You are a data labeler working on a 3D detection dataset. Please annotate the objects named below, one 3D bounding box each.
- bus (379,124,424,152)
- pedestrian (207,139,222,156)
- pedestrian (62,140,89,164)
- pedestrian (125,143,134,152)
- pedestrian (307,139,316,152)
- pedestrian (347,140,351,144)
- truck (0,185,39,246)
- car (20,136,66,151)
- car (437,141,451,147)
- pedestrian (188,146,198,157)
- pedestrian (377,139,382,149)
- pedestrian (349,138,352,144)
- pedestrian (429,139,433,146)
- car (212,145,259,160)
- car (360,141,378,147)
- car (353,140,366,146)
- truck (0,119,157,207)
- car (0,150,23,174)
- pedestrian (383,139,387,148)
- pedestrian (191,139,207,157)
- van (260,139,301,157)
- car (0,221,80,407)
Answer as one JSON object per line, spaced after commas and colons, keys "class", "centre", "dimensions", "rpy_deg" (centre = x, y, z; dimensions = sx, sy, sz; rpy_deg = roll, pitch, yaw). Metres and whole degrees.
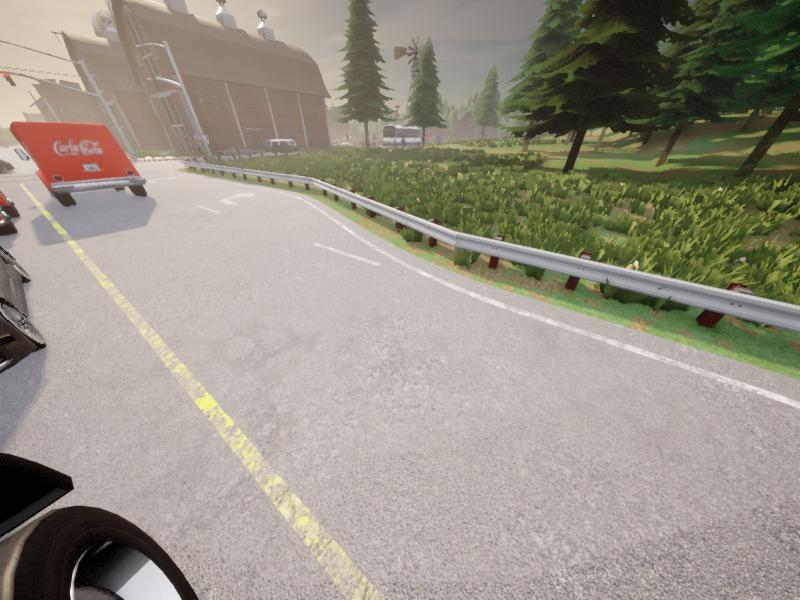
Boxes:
{"class": "bus", "centre": [0.580, -33.737, 48.202], "dimensions": [3.944, 4.253, 10.273], "rpy_deg": [22, 41, 28]}
{"class": "pedestrian", "centre": [-24.276, -19.965, 30.231], "dimensions": [0.751, 1.860, 0.751], "rpy_deg": [-13, 37, -18]}
{"class": "pedestrian", "centre": [-31.697, -14.463, 22.580], "dimensions": [0.751, 1.860, 0.751], "rpy_deg": [25, 42, 30]}
{"class": "pedestrian", "centre": [-41.514, -23.458, 35.476], "dimensions": [0.500, 1.100, 0.500], "rpy_deg": [-26, 43, -32]}
{"class": "pedestrian", "centre": [-15.454, -27.063, 40.377], "dimensions": [0.751, 1.860, 0.751], "rpy_deg": [22, 41, 28]}
{"class": "pedestrian", "centre": [-18.452, -57.031, 83.412], "dimensions": [0.751, 1.300, 0.751], "rpy_deg": [-27, 43, -33]}
{"class": "truck", "centre": [-12.588, -2.885, 5.777], "dimensions": [5.204, 2.467, 2.627], "rpy_deg": [22, 40, 27]}
{"class": "car", "centre": [-65.234, -28.689, 42.290], "dimensions": [3.866, 1.878, 1.905], "rpy_deg": [-6, 41, -6]}
{"class": "car", "centre": [12.943, -46.126, 68.275], "dimensions": [1.837, 1.490, 4.892], "rpy_deg": [22, 41, 28]}
{"class": "pedestrian", "centre": [-25.755, -18.490, 28.785], "dimensions": [0.500, 1.100, 0.500], "rpy_deg": [28, 44, 33]}
{"class": "pedestrian", "centre": [-4.724, -35.627, 52.618], "dimensions": [0.751, 1.860, 0.751], "rpy_deg": [25, 42, 31]}
{"class": "pedestrian", "centre": [-17.994, -57.574, 83.700], "dimensions": [0.751, 1.860, 0.751], "rpy_deg": [-22, 41, -29]}
{"class": "pedestrian", "centre": [9.359, -47.398, 69.439], "dimensions": [0.751, 1.860, 0.751], "rpy_deg": [18, 39, 23]}
{"class": "car", "centre": [-20.554, -18.655, 29.130], "dimensions": [1.994, 1.385, 4.181], "rpy_deg": [22, 41, 28]}
{"class": "car", "centre": [-8.941, -44.680, 66.096], "dimensions": [4.902, 1.511, 2.128], "rpy_deg": [21, 40, 27]}
{"class": "car", "centre": [-13.455, -52.056, 76.527], "dimensions": [1.816, 1.474, 4.193], "rpy_deg": [22, 40, 27]}
{"class": "truck", "centre": [-13.347, -5.639, 9.614], "dimensions": [5.204, 2.467, 2.627], "rpy_deg": [19, 39, 29]}
{"class": "car", "centre": [-29.981, -9.195, 15.600], "dimensions": [1.994, 1.385, 4.181], "rpy_deg": [4, 35, 5]}
{"class": "pedestrian", "centre": [-3.524, -36.689, 54.135], "dimensions": [0.751, 1.860, 0.751], "rpy_deg": [19, 39, 24]}
{"class": "pedestrian", "centre": [-25.276, -19.112, 29.012], "dimensions": [0.751, 1.860, 0.751], "rpy_deg": [30, 45, 35]}
{"class": "van", "centre": [-17.005, -21.832, 33.085], "dimensions": [2.069, 2.038, 4.480], "rpy_deg": [22, 41, 28]}
{"class": "car", "centre": [-6.374, -0.093, 2.711], "dimensions": [4.902, 1.511, 2.128], "rpy_deg": [22, 41, 28]}
